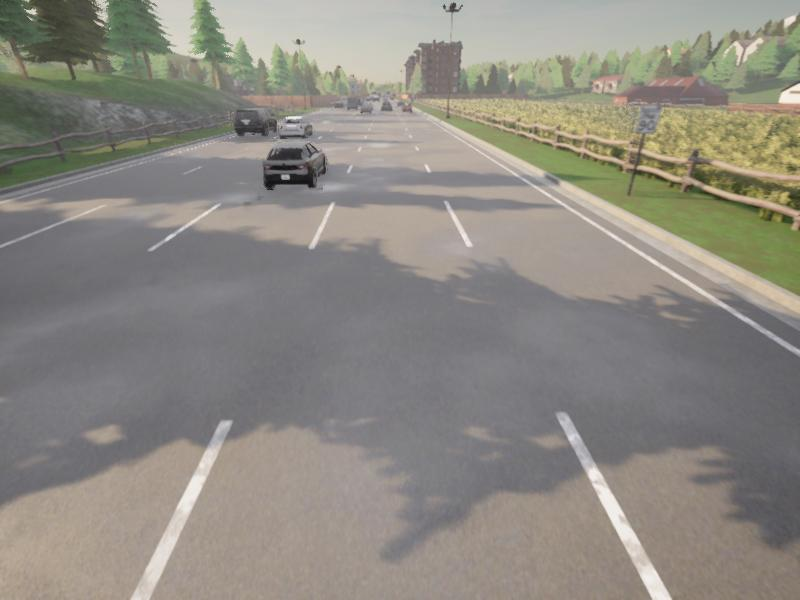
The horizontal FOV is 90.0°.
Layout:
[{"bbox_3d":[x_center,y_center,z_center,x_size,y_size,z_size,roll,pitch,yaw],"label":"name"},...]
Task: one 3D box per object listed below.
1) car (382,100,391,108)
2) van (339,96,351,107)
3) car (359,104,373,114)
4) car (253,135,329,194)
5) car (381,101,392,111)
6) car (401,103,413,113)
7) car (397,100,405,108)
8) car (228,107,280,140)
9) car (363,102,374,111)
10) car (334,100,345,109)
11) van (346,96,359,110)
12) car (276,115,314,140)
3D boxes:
[{"bbox_3d":[-3.385,-48.003,97.919,2.128,1.511,4.902,-1,27,-2],"label":"car"},{"bbox_3d":[-14.129,-51.582,103.868,2.351,2.431,6.366,-1,27,-2],"label":"van"},{"bbox_3d":[-5.711,-32.297,67.590,2.033,1.411,5.357,-1,27,-2],"label":"car"},{"bbox_3d":[-3.925,-5.267,15.197,1.816,1.474,4.193,-1,27,-1],"label":"car"},{"bbox_3d":[-2.666,-38.437,79.303,2.242,1.667,4.611,-1,27,-2],"label":"car"},{"bbox_3d":[1.196,-33.680,70.024,1.845,1.501,3.633,-1,27,-2],"label":"car"},{"bbox_3d":[0.141,-47.727,97.287,1.837,1.490,4.892,-1,27,-2],"label":"car"},{"bbox_3d":[-11.487,-14.255,32.043,2.150,2.045,5.566,-1,28,-1],"label":"car"},{"bbox_3d":[-6.144,-38.138,78.722,1.845,1.501,3.633,-1,27,-2],"label":"car"},{"bbox_3d":[-13.609,-44.274,90.589,1.930,1.638,5.238,-1,27,-2],"label":"car"},{"bbox_3d":[-9.839,-41.155,83.491,1.988,2.561,5.915,-1,27,-2],"label":"van"},{"bbox_3d":[-7.932,-13.200,30.585,1.970,1.475,3.806,-1,27,-1],"label":"car"}]
